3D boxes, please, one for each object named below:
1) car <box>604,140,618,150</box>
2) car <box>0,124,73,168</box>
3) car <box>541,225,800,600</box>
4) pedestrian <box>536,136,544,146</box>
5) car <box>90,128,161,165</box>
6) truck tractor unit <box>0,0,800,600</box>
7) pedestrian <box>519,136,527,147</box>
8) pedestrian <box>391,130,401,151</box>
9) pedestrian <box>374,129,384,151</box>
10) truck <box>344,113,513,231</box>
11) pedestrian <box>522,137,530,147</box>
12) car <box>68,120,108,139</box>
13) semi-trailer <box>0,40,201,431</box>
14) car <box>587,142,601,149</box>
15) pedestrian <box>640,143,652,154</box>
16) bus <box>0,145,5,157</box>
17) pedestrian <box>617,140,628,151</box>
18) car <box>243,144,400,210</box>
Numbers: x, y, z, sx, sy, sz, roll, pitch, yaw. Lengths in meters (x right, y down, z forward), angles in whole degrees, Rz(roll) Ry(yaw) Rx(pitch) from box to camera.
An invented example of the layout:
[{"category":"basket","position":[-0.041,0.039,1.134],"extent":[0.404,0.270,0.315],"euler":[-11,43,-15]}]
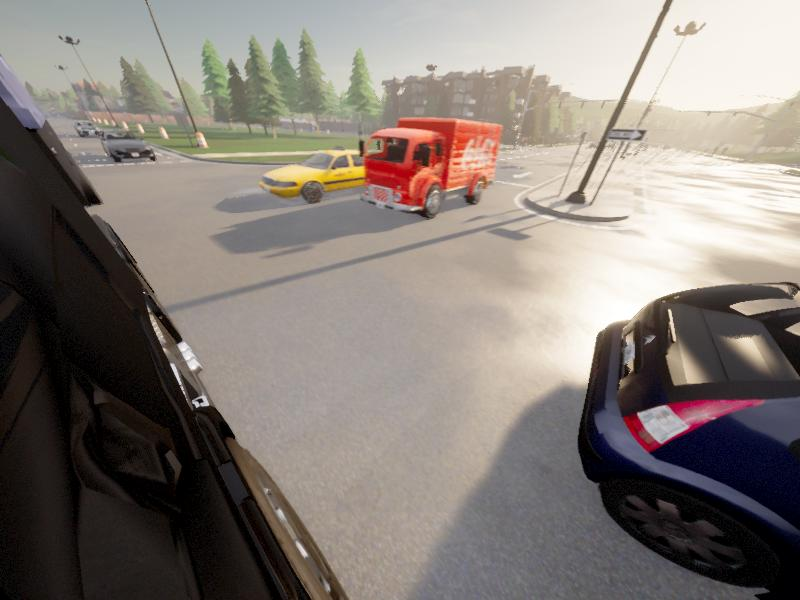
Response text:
[{"category":"car","position":[52.875,-38.786,57.879],"extent":[1.905,1.878,3.866],"euler":[28,43,30]},{"category":"car","position":[-19.564,-8.208,12.146],"extent":[4.902,1.511,2.128],"euler":[28,43,30]},{"category":"car","position":[3.265,1.210,0.924],"extent":[3.988,1.617,1.851],"euler":[28,43,30]},{"category":"pedestrian","position":[33.162,-37.606,54.677],"extent":[0.751,1.860,0.751],"euler":[-29,47,-35]},{"category":"car","position":[-16.236,-9.136,13.650],"extent":[4.193,1.474,1.816],"euler":[28,43,30]},{"category":"truck tractor unit","position":[-2.645,-0.295,0.351],"extent":[6.516,4.208,3.053],"euler":[28,44,30]},{"category":"pedestrian","position":[26.429,-34.132,49.803],"extent":[0.751,1.860,0.751],"euler":[31,45,32]},{"category":"pedestrian","position":[-0.422,-17.469,25.312],"extent":[0.751,1.860,0.751],"euler":[32,45,33]},{"category":"pedestrian","position":[-2.181,-16.758,24.235],"extent":[0.751,1.860,0.751],"euler":[-29,47,-35]},{"category":"truck","position":[1.173,-4.520,7.771],"extent":[2.627,2.467,5.204],"euler":[29,44,30]},{"category":"pedestrian","position":[27.065,-33.913,49.550],"extent":[0.751,1.860,0.751],"euler":[-28,46,-34]},{"category":"car","position":[-34.076,-18.645,25.248],"extent":[3.806,1.475,1.970],"euler":[28,43,30]},{"category":"semi-trailer","position":[-8.700,-3.599,4.233],"extent":[14.254,4.402,2.717],"euler":[28,43,30]},{"category":"car","position":[50.546,-40.234,60.145],"extent":[1.895,1.301,4.718],"euler":[28,43,30]},{"category":"pedestrian","position":[50.211,-30.872,47.152],"extent":[0.751,1.860,0.751],"euler":[23,41,25]},{"category":"bus","position":[-22.331,-8.173,9.610],"extent":[10.273,4.253,3.944],"euler":[28,44,30]},{"category":"pedestrian","position":[48.020,-33.317,49.902],"extent":[0.751,1.860,0.751],"euler":[-24,44,-31]},{"category":"car","position":[-2.476,-4.957,8.861],"extent":[1.801,1.575,5.366],"euler":[29,44,30]}]
